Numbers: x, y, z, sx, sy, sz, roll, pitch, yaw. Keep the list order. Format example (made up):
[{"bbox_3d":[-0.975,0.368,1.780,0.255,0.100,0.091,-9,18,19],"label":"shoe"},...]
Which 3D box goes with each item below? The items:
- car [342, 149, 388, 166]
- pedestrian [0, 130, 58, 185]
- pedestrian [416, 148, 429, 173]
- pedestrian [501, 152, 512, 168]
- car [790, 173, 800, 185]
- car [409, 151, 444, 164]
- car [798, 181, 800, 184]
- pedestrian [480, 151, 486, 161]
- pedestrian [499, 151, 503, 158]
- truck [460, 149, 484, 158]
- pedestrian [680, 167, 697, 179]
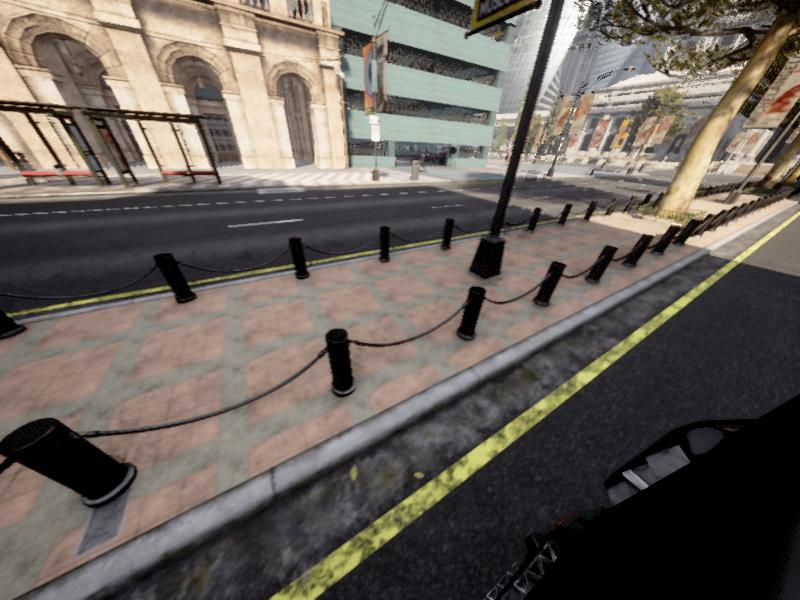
[{"bbox_3d":[-3.985,-16.657,27.057,4.786,1.482,2.161,-16,38,-26],"label":"car"},{"bbox_3d":[-15.709,-5.893,9.600,0.751,1.860,0.751,-16,38,-26],"label":"pedestrian"},{"bbox_3d":[2.010,-12.739,21.144,0.751,1.860,0.751,-13,37,-22],"label":"pedestrian"},{"bbox_3d":[14.977,-19.669,32.464,0.751,1.860,0.751,30,42,35],"label":"pedestrian"},{"bbox_3d":[54.337,-15.385,29.237,1.932,1.855,4.605,-16,38,-26],"label":"car"},{"bbox_3d":[3.976,-21.628,35.008,4.902,1.511,2.128,-16,38,-26],"label":"car"},{"bbox_3d":[57.589,-15.855,30.542,2.163,1.488,4.792,-16,38,-26],"label":"car"},{"bbox_3d":[17.322,-30.092,48.233,0.751,1.860,0.751,14,35,17],"label":"pedestrian"},{"bbox_3d":[35.174,-50.795,80.523,0.751,1.860,0.751,-24,42,-34],"label":"pedestrian"},{"bbox_3d":[21.902,-44.508,70.241,6.274,2.098,2.390,23,39,27],"label":"truck"},{"bbox_3d":[39.210,-17.286,31.452,0.751,1.300,0.751,-12,36,-21],"label":"pedestrian"}]
